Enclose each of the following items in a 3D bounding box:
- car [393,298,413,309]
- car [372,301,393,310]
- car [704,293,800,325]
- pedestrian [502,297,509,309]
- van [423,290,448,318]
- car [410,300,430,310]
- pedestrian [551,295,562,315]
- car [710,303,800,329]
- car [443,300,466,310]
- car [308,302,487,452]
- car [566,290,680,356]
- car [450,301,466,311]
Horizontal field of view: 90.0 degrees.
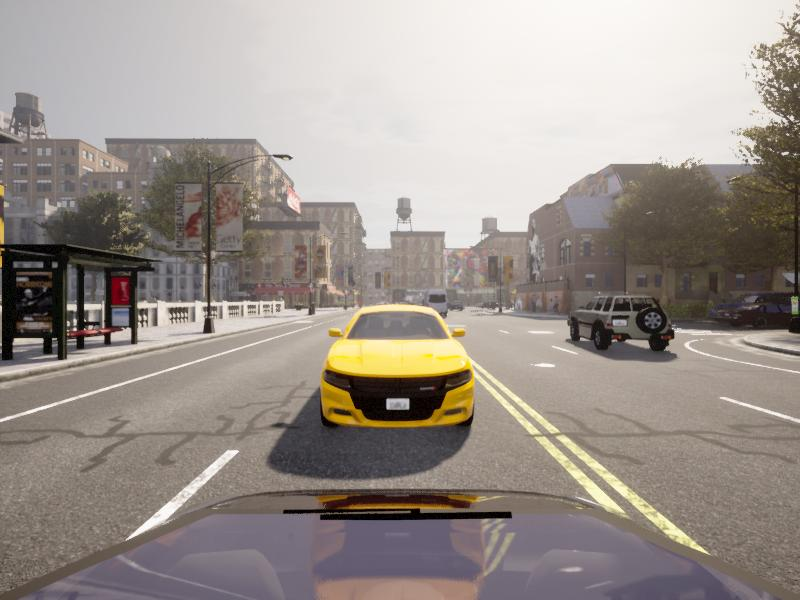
[{"bbox_3d":[0.500,0.654,69.268,1.932,1.855,4.605,0,0,21],"label":"car"},{"bbox_3d":[-3.026,0.864,68.639,2.002,1.452,4.674,0,0,20],"label":"car"},{"bbox_3d":[23.750,0.567,26.524,5.566,2.045,2.150,0,0,0],"label":"car"},{"bbox_3d":[15.940,0.485,60.558,0.751,1.860,0.751,0,0,44],"label":"pedestrian"},{"bbox_3d":[3.432,0.322,39.553,1.988,2.561,5.915,0,0,0],"label":"van"},{"bbox_3d":[3.349,0.828,66.799,2.007,1.525,4.514,0,0,21],"label":"car"},{"bbox_3d":[15.239,0.485,38.991,0.751,1.860,0.751,0,0,-4],"label":"pedestrian"},{"bbox_3d":[21.381,0.895,23.088,5.357,1.411,2.033,0,0,0],"label":"car"},{"bbox_3d":[9.959,0.918,72.580,2.152,1.651,5.027,0,0,33],"label":"car"},{"bbox_3d":[-0.052,0.823,6.707,1.882,1.535,5.008,0,0,-1],"label":"car"},{"bbox_3d":[7.340,0.652,13.777,1.932,1.855,4.605,0,0,9],"label":"car"},{"bbox_3d":[8.920,0.854,61.098,1.816,1.474,4.193,0,0,15],"label":"car"}]
